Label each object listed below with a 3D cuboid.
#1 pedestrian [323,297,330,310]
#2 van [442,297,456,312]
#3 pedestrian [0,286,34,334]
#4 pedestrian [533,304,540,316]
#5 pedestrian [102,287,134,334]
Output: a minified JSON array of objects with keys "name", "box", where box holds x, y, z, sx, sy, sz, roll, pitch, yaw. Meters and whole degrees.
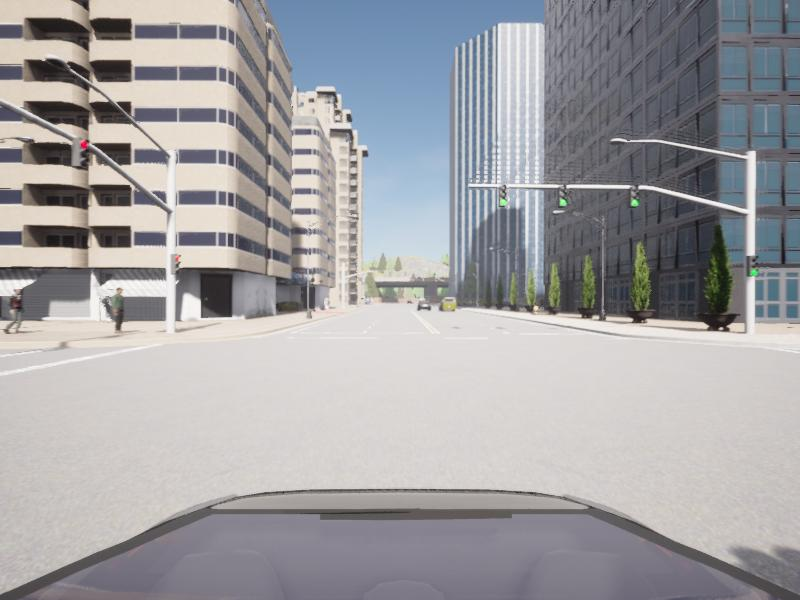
[{"name":"pedestrian","box":[-10.128,0.453,55.007,0.751,1.860,0.751,0,0,-2]},{"name":"van","box":[6.690,0.622,55.019,1.775,1.987,4.442,0,0,4]},{"name":"pedestrian","box":[-15.254,0.395,15.897,0.751,1.860,0.751,0,0,-2]},{"name":"pedestrian","box":[12.952,0.915,38.038,0.500,1.100,0.500,0,0,-1]},{"name":"pedestrian","box":[-11.277,0.408,16.036,0.751,1.860,0.751,0,0,1]}]
